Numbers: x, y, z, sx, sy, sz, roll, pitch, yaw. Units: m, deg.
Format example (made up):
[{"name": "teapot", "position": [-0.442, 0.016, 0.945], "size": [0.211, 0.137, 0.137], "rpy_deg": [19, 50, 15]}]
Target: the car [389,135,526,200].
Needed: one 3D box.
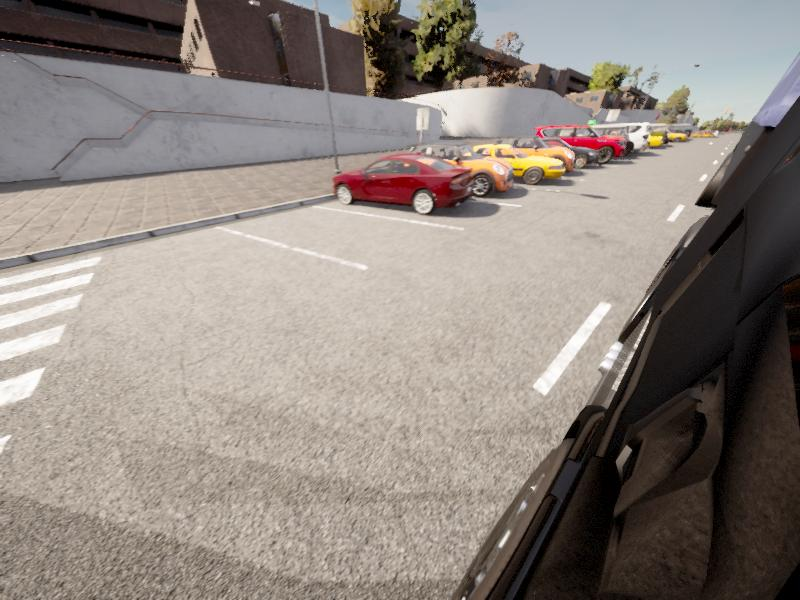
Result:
[{"name": "car", "position": [2.124, -5.354, 9.194], "size": [4.553, 1.767, 2.185], "rpy_deg": [17, 40, 25]}]

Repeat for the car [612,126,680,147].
[{"name": "car", "position": [27.200, -18.268, 25.834], "size": [4.553, 1.767, 2.185], "rpy_deg": [17, 39, 25]}]

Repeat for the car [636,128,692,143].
[{"name": "car", "position": [36.353, -22.771, 32.011], "size": [4.674, 1.452, 2.002], "rpy_deg": [17, 39, 25]}]

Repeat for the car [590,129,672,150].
[{"name": "car", "position": [22.504, -15.884, 22.919], "size": [5.366, 1.575, 1.946], "rpy_deg": [17, 40, 25]}]

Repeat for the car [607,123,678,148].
[{"name": "car", "position": [25.045, -17.150, 24.192], "size": [4.442, 1.987, 1.878], "rpy_deg": [17, 39, 25]}]

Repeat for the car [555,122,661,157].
[{"name": "car", "position": [15.794, -12.552, 18.146], "size": [5.566, 2.045, 2.435], "rpy_deg": [17, 40, 25]}]

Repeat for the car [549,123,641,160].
[{"name": "car", "position": [13.642, -11.324, 16.590], "size": [4.442, 1.987, 1.878], "rpy_deg": [17, 40, 25]}]

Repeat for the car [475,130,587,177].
[{"name": "car", "position": [6.681, -7.738, 12.189], "size": [4.553, 1.767, 2.185], "rpy_deg": [17, 40, 25]}]

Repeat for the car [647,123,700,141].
[{"name": "car", "position": [41.012, -25.278, 34.853], "size": [4.442, 1.987, 1.878], "rpy_deg": [17, 39, 25]}]

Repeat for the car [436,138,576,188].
[{"name": "car", "position": [4.598, -6.394, 10.672], "size": [5.366, 1.575, 1.946], "rpy_deg": [17, 40, 25]}]

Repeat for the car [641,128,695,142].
[{"name": "car", "position": [38.635, -23.927, 33.527], "size": [4.674, 1.452, 2.002], "rpy_deg": [17, 40, 25]}]

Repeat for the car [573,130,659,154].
[{"name": "car", "position": [18.104, -13.511, 19.806], "size": [5.008, 1.535, 2.097], "rpy_deg": [17, 40, 25]}]

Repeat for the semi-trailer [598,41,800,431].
[{"name": "semi-trailer", "position": [8.702, -3.577, 4.263], "size": [14.254, 4.402, 2.717], "rpy_deg": [-28, 44, -30]}]

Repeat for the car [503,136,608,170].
[{"name": "car", "position": [8.989, -8.783, 13.776], "size": [4.674, 1.452, 2.002], "rpy_deg": [17, 40, 25]}]

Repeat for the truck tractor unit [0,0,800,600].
[{"name": "truck tractor unit", "position": [2.645, -0.295, 0.352], "size": [6.516, 4.208, 3.053], "rpy_deg": [-28, 44, -30]}]

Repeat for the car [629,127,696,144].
[{"name": "car", "position": [34.234, -21.594, 30.384], "size": [5.366, 1.575, 1.946], "rpy_deg": [17, 39, 25]}]

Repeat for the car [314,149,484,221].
[{"name": "car", "position": [-0.118, -4.039, 7.755], "size": [5.008, 1.535, 2.097], "rpy_deg": [17, 41, 25]}]

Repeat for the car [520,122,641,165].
[{"name": "car", "position": [11.289, -10.193, 15.104], "size": [5.566, 2.045, 2.435], "rpy_deg": [17, 40, 25]}]
